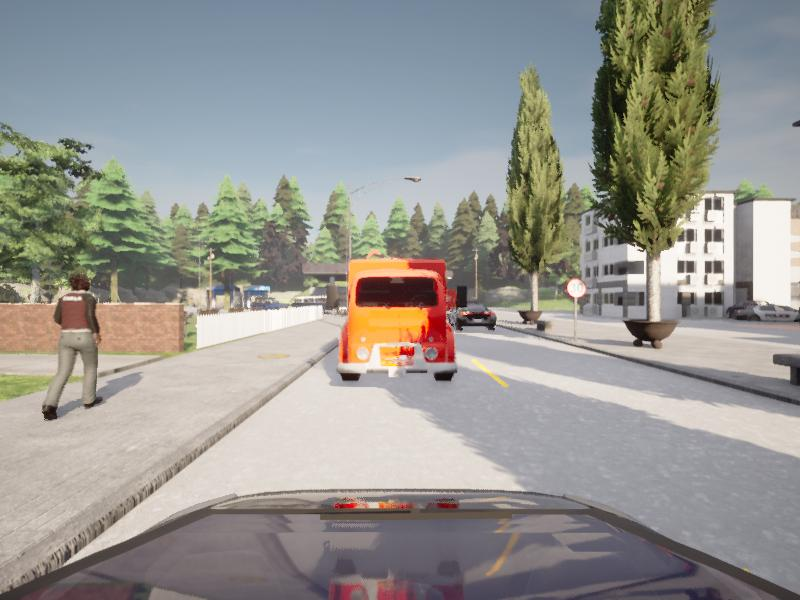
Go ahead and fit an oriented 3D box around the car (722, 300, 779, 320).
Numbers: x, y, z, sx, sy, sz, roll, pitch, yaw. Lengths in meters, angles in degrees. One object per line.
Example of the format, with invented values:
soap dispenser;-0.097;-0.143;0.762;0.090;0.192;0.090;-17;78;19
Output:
car;27.697;0.774;31.770;1.845;1.501;3.633;0;0;11

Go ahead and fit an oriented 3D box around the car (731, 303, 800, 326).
car;27.373;1.017;28.970;4.974;1.542;2.038;0;0;30

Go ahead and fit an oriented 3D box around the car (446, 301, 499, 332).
car;3.856;0.826;22.291;2.038;1.542;4.974;0;0;0

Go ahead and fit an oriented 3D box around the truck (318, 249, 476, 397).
truck;-0.067;0.347;9.264;2.627;2.467;5.204;0;1;0

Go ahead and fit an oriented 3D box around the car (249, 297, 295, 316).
car;-12.692;0.645;39.828;3.866;1.878;1.905;1;0;0

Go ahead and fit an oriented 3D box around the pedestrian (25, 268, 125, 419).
pedestrian;-4.283;0.534;5.334;0.751;1.860;0.751;0;0;-6

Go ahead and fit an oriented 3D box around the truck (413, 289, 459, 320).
truck;2.981;0.359;34.734;2.627;2.467;5.204;1;0;-11

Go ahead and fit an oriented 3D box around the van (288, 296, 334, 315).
van;-9.642;0.573;43.663;4.480;2.038;2.069;0;-1;2

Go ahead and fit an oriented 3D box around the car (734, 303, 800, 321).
car;27.327;0.860;28.996;4.536;1.218;1.853;0;0;30

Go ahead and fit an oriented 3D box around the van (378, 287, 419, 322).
van;-0.257;0.324;32.316;1.988;2.561;5.915;1;0;-13
